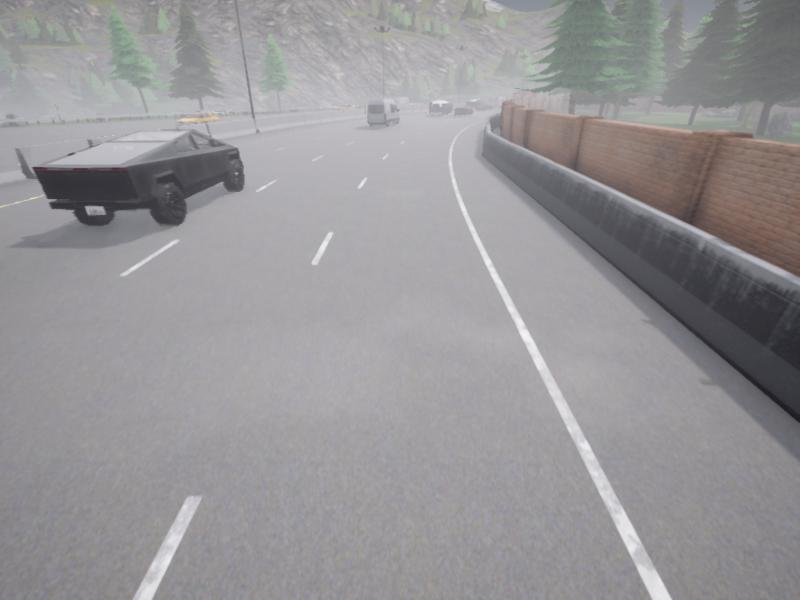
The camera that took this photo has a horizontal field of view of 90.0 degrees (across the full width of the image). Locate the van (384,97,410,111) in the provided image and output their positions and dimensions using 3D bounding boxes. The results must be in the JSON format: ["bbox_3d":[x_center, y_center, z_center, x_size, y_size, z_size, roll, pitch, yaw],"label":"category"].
[{"bbox_3d":[-0.616,-40.982,83.565,2.351,2.431,6.366,15,31,27],"label":"van"}]

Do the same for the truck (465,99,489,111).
[{"bbox_3d":[16.140,-40.975,83.837,2.390,2.098,6.274,17,32,30],"label":"truck"}]

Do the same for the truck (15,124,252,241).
[{"bbox_3d":[-6.814,-3.764,11.668,2.390,2.098,6.274,1,27,2],"label":"truck"}]

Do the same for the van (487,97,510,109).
[{"bbox_3d":[22.600,-45.190,91.631,2.351,2.431,6.366,20,33,33],"label":"van"}]

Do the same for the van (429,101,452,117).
[{"bbox_3d":[6.264,-29.522,61.709,2.069,2.038,4.480,12,29,22],"label":"van"}]

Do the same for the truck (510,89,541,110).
[{"bbox_3d":[27.256,-43.342,86.495,2.891,3.827,8.468,20,33,33],"label":"truck"}]

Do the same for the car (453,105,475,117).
[{"bbox_3d":[9.867,-29.074,61.368,1.882,1.535,5.008,12,29,22],"label":"car"}]

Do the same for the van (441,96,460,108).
[{"bbox_3d":[12.742,-49.862,100.594,1.988,2.561,5.915,20,33,33],"label":"van"}]

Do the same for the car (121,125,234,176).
[{"bbox_3d":[-9.895,-6.982,18.400,2.242,1.667,4.611,2,27,4],"label":"car"}]

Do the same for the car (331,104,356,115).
[{"bbox_3d":[-9.568,-32.698,68.497,1.882,1.535,5.008,12,29,22],"label":"car"}]

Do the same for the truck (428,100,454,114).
[{"bbox_3d":[7.308,-34.216,70.748,2.390,2.098,6.274,13,30,24],"label":"truck"}]

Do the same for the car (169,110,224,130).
[{"bbox_3d":[-20.245,-18.089,40.122,1.801,1.575,5.366,6,28,11],"label":"car"}]

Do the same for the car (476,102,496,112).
[{"bbox_3d":[17.065,-38.426,79.602,2.128,1.511,4.902,16,32,29],"label":"car"}]

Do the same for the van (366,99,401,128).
[{"bbox_3d":[-1.596,-19.650,42.020,1.988,2.561,5.915,7,28,14],"label":"van"}]
